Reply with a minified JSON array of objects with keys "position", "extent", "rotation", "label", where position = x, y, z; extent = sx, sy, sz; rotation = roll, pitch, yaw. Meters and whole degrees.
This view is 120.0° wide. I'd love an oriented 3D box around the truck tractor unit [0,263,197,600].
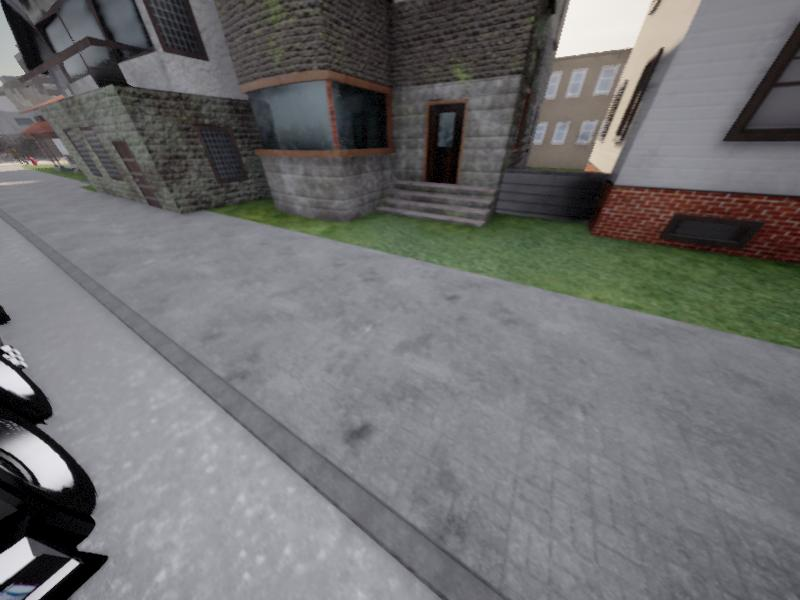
[{"position":[-5.113,-0.298,0.782],"extent":[6.516,4.208,3.053],"rotation":[18,39,24],"label":"truck tractor unit"}]
